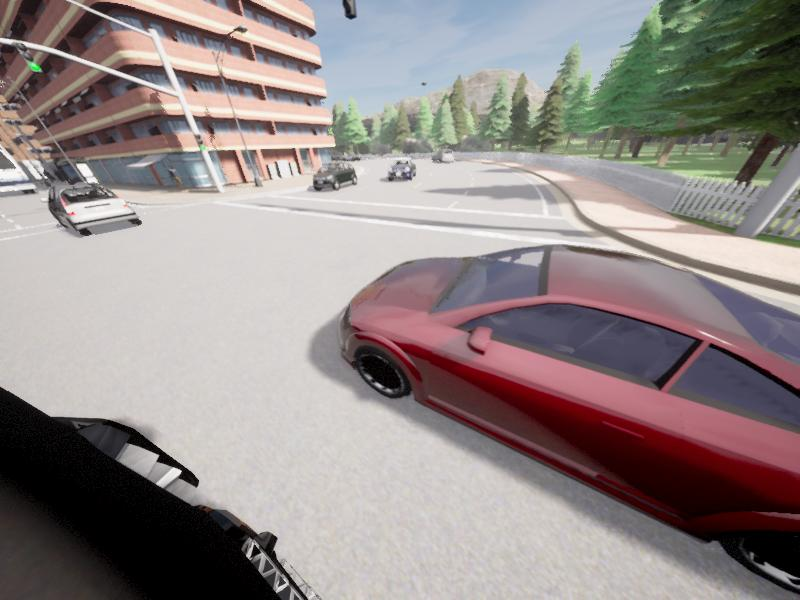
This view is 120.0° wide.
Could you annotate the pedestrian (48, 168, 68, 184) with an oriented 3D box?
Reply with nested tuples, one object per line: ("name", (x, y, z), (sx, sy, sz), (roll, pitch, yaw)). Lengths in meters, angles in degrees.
("pedestrian", (-48.838, -17.709, 33.002), (0.751, 1.860, 0.751), (18, 39, 29))

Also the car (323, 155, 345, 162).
("car", (-17.281, -37.166, 60.600), (5.357, 1.411, 2.033), (16, 38, 27))

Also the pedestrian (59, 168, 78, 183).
("pedestrian", (-47.612, -17.892, 33.177), (0.751, 1.860, 0.751), (18, 39, 28))

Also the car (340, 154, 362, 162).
("car", (-11.414, -32.850, 53.438), (4.974, 1.542, 2.038), (22, 41, 33))

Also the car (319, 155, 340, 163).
("car", (-17.414, -35.001, 57.239), (4.892, 1.490, 1.837), (16, 38, 27))

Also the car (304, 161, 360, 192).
("car", (-4.487, -8.582, 15.937), (1.789, 1.549, 3.705), (8, 35, 16))

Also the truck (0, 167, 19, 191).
("truck", (-54.456, -16.498, 30.159), (8.468, 3.827, 2.891), (16, 38, 27))

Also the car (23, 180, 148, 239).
("car", (-12.594, -3.780, 9.293), (3.988, 1.617, 1.851), (16, 38, 26))

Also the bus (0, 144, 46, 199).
("bus", (-42.020, -13.059, 23.515), (10.273, 4.253, 3.944), (16, 38, 26))

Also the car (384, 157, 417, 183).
("car", (0.161, -10.631, 18.737), (1.970, 1.475, 3.806), (3, 34, 9))

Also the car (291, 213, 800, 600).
("car", (1.354, 0.268, 2.236), (4.181, 1.385, 1.994), (16, 38, 26))

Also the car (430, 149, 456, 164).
("car", (6.480, -22.028, 35.367), (2.242, 1.667, 4.611), (-10, 34, -11))

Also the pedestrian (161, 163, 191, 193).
("pedestrian", (-16.641, -9.073, 17.193), (0.751, 1.860, 0.751), (18, 39, 29))
